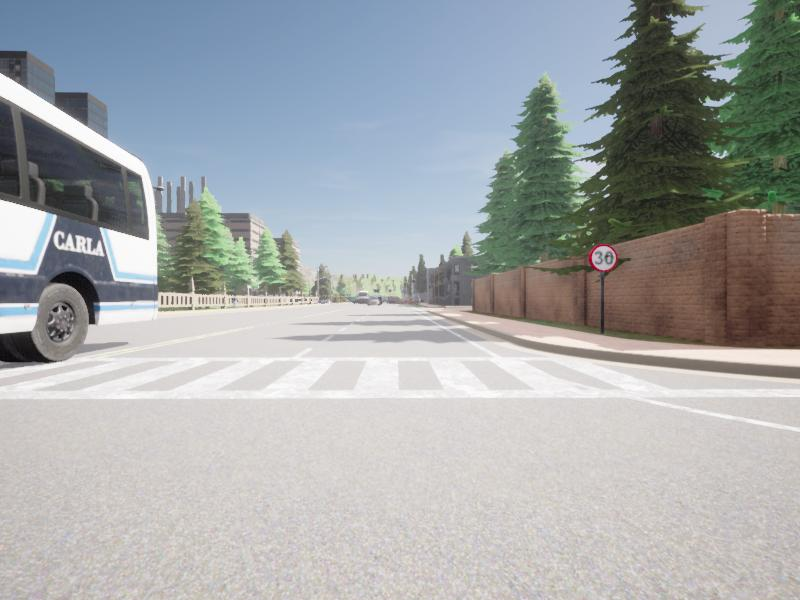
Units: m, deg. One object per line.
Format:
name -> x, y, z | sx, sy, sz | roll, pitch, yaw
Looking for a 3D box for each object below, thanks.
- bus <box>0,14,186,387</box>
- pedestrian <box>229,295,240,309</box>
bus -> -6.489, -1.134, 4.064 | 3.944, 4.253, 10.273 | 0, 0, -5
pedestrian -> -15.276, 0.165, 36.998 | 0.751, 1.300, 0.751 | 0, 0, -3
